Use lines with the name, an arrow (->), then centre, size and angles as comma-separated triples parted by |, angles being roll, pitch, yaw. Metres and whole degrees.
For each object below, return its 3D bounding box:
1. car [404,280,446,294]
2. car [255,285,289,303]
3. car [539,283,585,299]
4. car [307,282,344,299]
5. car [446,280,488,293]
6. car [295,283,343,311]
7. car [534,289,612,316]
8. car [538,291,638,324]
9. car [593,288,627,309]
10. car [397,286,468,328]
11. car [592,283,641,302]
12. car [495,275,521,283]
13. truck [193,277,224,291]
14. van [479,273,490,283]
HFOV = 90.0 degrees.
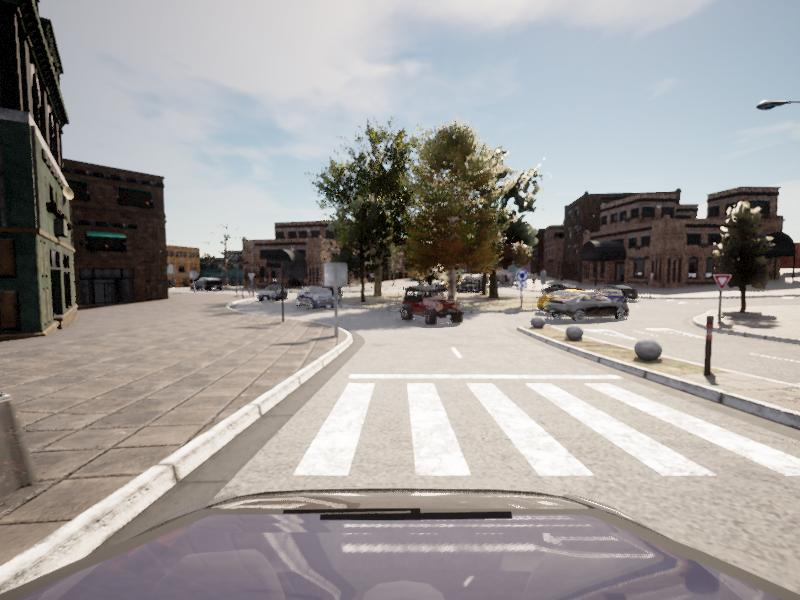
car -> 3.153, -1.667, 51.019 | 5.238, 1.638, 1.930 | 0, 4, 0
car -> -11.690, -0.603, 36.773 | 1.816, 1.474, 4.193 | 0, 4, 0
car -> 17.043, -1.002, 42.444 | 1.837, 1.490, 4.892 | -1, 4, -17
car -> -7.795, -1.053, 42.344 | 1.851, 1.617, 3.988 | 2, 4, 25
car -> 8.900, -1.811, 53.111 | 5.238, 1.638, 1.930 | 1, 4, 21
car -> -6.080, -0.273, 29.626 | 2.097, 1.767, 4.553 | -2, 5, -30
car -> 11.378, 0.091, 26.228 | 5.008, 1.535, 1.882 | -1, 4, -27
car -> 10.526, 0.363, 22.457 | 4.902, 1.511, 2.128 | -1, 4, -19
car -> 16.723, -0.165, 31.704 | 1.895, 1.301, 4.718 | 3, 5, 33
car -> 1.582, 0.267, 21.020 | 1.905, 1.878, 3.866 | -2, 4, -29
car -> 21.034, -0.798, 39.135 | 1.882, 1.535, 5.008 | 0, 4, -3
car -> 22.158, -4.307, 82.135 | 4.892, 1.521, 2.231 | 1, 5, 10
truck -> -29.608, -2.438, 61.733 | 2.390, 2.098, 6.274 | -4, 4, -44
van -> 17.382, -4.581, 82.569 | 2.069, 2.038, 4.480 | 1, 5, 10
